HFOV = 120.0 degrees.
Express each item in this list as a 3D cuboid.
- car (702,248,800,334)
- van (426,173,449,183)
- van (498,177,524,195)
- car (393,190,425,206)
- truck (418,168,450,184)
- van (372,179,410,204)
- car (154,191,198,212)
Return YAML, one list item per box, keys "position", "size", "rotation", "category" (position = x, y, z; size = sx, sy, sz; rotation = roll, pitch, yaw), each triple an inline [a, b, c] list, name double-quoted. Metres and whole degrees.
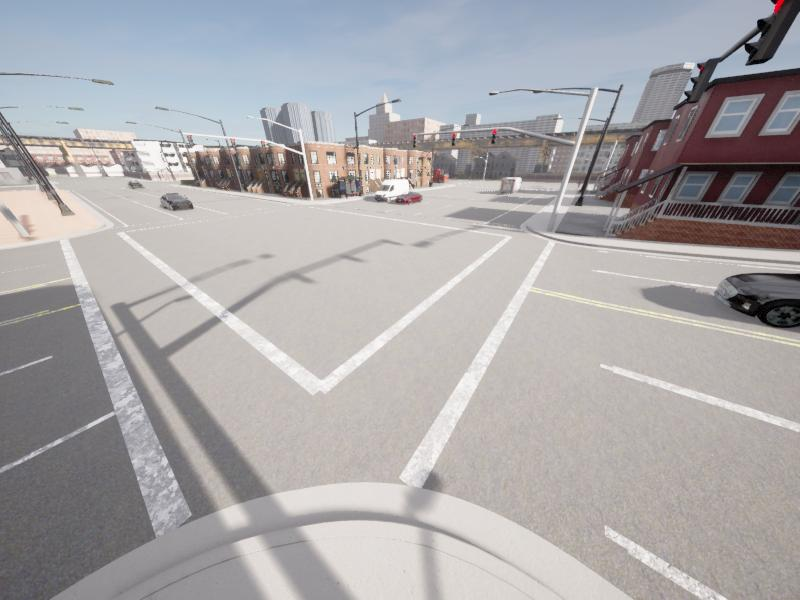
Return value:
- position: [12.056, 0.004, 5.797]
  size: [4.856, 1.649, 2.033]
  rotation: [15, 33, 33]
  category: "car"
- position: [11.395, -36.989, 69.939]
  size: [6.366, 2.431, 2.351]
  rotation: [21, 36, 31]
  category: "van"
- position: [20.140, -20.675, 41.682]
  size: [2.351, 2.431, 6.366]
  rotation: [20, 36, 31]
  category: "van"
- position: [1.212, -13.283, 29.938]
  size: [1.994, 1.385, 4.181]
  rotation: [20, 36, 31]
  category: "car"
- position: [9.725, -36.000, 66.829]
  size: [8.468, 3.827, 2.891]
  rotation: [20, 36, 31]
  category: "truck"
- position: [-1.095, -15.179, 32.052]
  size: [1.988, 2.561, 5.915]
  rotation: [20, 36, 31]
  category: "van"
- position: [-25.064, -11.054, 25.804]
  size: [5.238, 1.638, 1.930]
  rotation: [20, 36, 31]
  category: "car"
